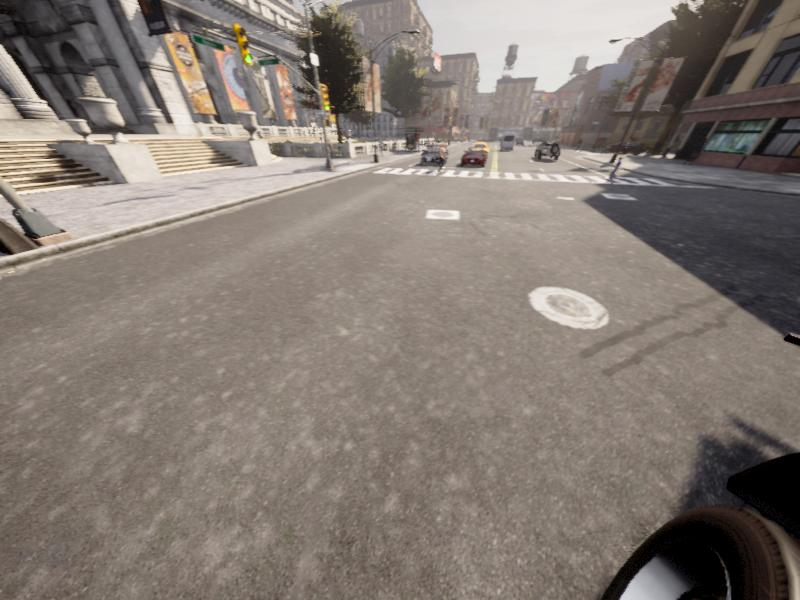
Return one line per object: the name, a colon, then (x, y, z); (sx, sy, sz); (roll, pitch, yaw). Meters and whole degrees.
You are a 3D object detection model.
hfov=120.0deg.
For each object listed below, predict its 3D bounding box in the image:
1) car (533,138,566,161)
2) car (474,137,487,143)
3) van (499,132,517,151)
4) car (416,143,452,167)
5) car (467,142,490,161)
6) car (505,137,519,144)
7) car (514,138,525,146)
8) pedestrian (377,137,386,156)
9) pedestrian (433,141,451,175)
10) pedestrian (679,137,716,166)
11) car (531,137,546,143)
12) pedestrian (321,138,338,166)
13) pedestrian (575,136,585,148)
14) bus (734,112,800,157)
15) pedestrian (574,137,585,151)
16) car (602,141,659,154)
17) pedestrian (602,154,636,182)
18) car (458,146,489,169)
car: (15.994, -16.327, 24.987); (1.932, 1.855, 4.605); (11, 37, 15)
car: (25.837, -51.170, 73.915); (2.002, 1.452, 4.674); (25, 42, 30)
van: (18.535, -27.366, 39.807); (1.988, 2.561, 5.915); (11, 37, 15)
car: (3.168, -13.199, 20.949); (2.128, 1.511, 4.902); (11, 37, 15)
car: (8.706, -16.462, 25.473); (1.882, 1.535, 5.008); (11, 37, 15)
car: (33.085, -46.954, 67.891); (2.152, 1.651, 5.027); (24, 42, 29)
car: (28.862, -38.183, 55.794); (1.816, 1.474, 4.193); (12, 37, 17)
pedestrian: (-2.139, -17.669, 26.581); (0.751, 1.860, 0.751); (14, 38, 19)
pedestrian: (2.818, -9.549, 15.521); (0.751, 1.860, 0.751); (22, 41, 28)
pedestrian: (23.188, -11.564, 18.056); (0.751, 1.860, 0.751); (10, 37, 14)
car: (43.478, -50.251, 72.561); (3.988, 1.617, 1.851); (-22, 41, -28)
pedestrian: (-5.600, -11.815, 18.422); (0.751, 1.860, 0.751); (8, 36, 10)
pedestrian: (34.171, -30.026, 43.786); (0.751, 1.860, 0.751); (14, 38, 19)
bus: (49.903, -19.593, 27.486); (10.273, 4.253, 3.944); (11, 37, 15)
pedestrian: (28.534, -24.798, 36.763); (0.751, 1.860, 0.751); (16, 39, 21)
car: (32.634, -21.756, 32.961); (5.357, 1.411, 2.033); (11, 37, 15)
pedestrian: (12.576, -7.632, 13.322); (0.751, 1.300, 0.751); (10, 37, 14)
car: (6.435, -12.408, 19.967); (1.994, 1.385, 4.181); (11, 37, 15)
